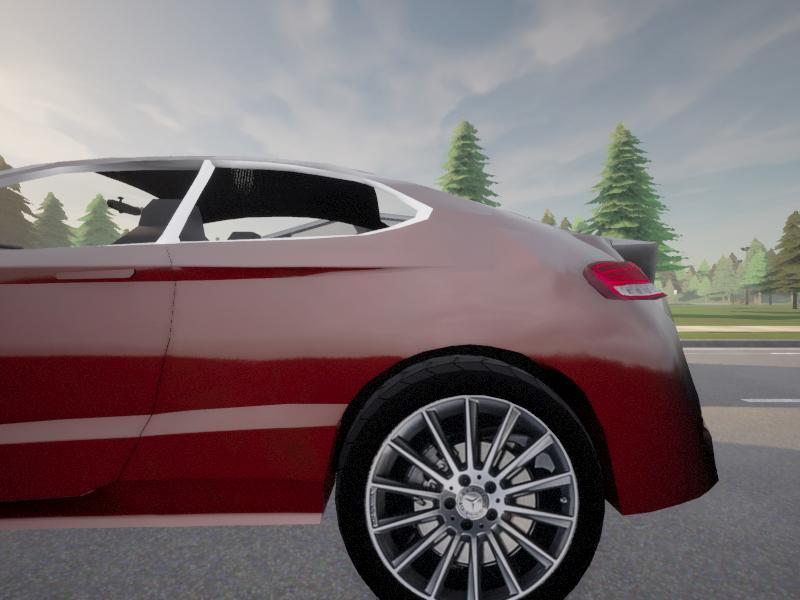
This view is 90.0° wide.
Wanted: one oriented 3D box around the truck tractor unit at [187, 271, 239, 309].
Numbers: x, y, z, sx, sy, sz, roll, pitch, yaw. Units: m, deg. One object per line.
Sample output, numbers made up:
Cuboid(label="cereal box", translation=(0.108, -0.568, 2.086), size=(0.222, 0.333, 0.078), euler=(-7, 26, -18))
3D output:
Cuboid(label="truck tractor unit", translation=(-23.085, -1.171, 49.805), size=(3.053, 4.208, 6.516), euler=(-3, 1, 1))

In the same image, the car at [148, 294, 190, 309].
Cuboid(label="car", translation=(-26.564, 0.154, 46.220), size=(2.033, 1.649, 4.856), euler=(0, 0, 1))

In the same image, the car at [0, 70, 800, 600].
Cuboid(label="car", translation=(-1.307, 0.179, 2.200), size=(5.027, 1.651, 2.152), euler=(0, 0, 0))

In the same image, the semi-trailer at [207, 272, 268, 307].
Cuboid(label="semi-trailer", translation=(-22.877, -1.253, 57.741), size=(2.717, 4.402, 14.254), euler=(0, 0, 1))

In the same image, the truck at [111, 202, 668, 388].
Cuboid(label="truck", translation=(-0.117, -0.058, 5.701), size=(6.274, 2.098, 2.390), euler=(0, 0, 0))

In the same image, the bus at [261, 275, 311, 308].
Cuboid(label="bus", translation=(-15.808, -1.150, 56.596), size=(3.944, 4.253, 10.273), euler=(0, 0, 1))
